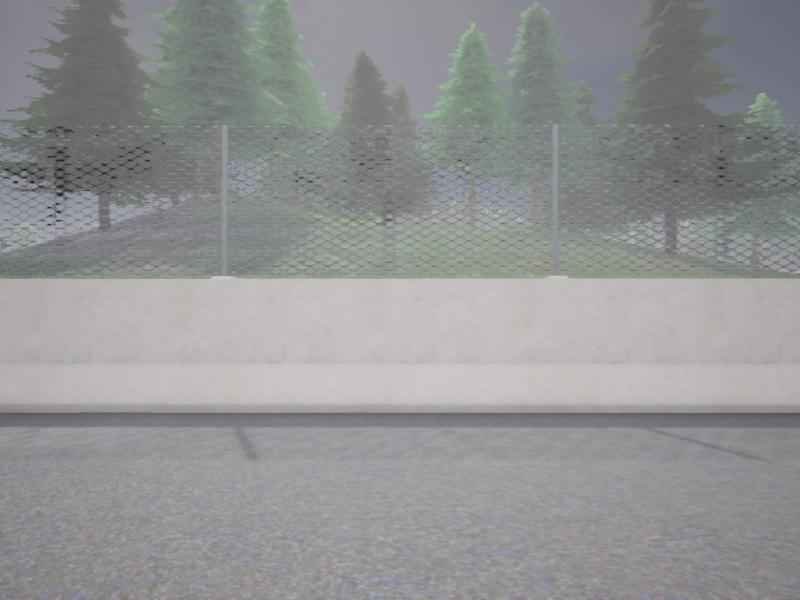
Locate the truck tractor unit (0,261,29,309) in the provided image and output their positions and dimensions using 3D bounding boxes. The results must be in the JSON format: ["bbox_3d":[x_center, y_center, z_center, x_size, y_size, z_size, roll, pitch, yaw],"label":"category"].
[{"bbox_3d":[-36.500,-1.305,34.382,3.053,4.208,6.516,0,0,1],"label":"truck tractor unit"}]
